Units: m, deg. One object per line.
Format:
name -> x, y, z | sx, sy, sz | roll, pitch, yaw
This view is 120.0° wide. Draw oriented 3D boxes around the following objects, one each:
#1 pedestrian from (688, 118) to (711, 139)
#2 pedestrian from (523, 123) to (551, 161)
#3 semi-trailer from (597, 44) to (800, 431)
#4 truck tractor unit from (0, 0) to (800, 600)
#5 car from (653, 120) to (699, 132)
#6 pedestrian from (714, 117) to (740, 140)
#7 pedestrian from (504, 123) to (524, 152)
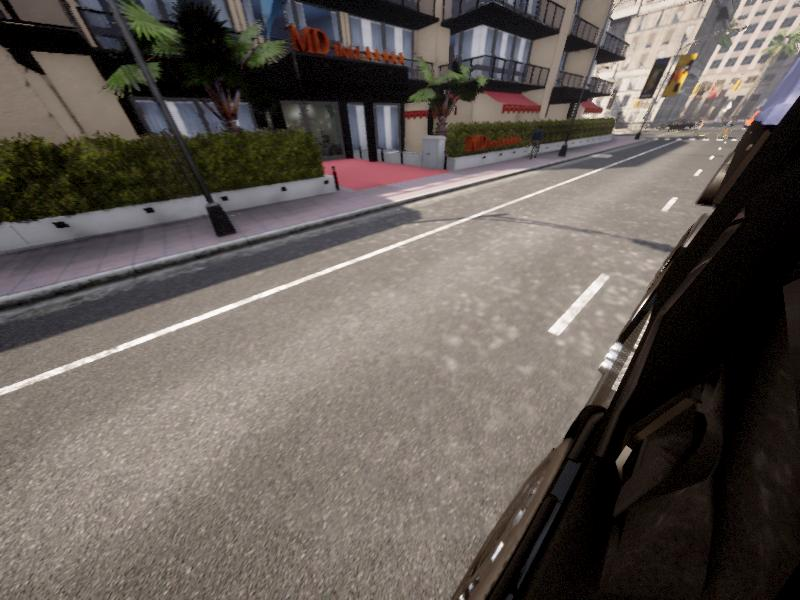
pedestrian -> 32.998, -18.885, 25.464 | 0.751, 1.860, 0.751 | -28, 44, -30
pedestrian -> 8.496, -9.795, 14.346 | 0.751, 1.860, 0.751 | -26, 43, -28
semi-trailer -> 8.708, -3.575, 4.251 | 14.254, 4.402, 2.717 | -28, 44, -30
truck tractor unit -> 2.645, -0.295, 0.351 | 6.516, 4.208, 3.053 | -28, 44, -30
car -> 48.894, -30.936, 41.016 | 4.892, 1.490, 1.837 | 6, 39, 11
pedestrian -> 33.840, -17.757, 23.928 | 0.751, 1.860, 0.751 | -26, 43, -28
pedestrian -> 9.304, -13.231, 18.862 | 0.751, 1.860, 0.751 | -28, 44, -30
